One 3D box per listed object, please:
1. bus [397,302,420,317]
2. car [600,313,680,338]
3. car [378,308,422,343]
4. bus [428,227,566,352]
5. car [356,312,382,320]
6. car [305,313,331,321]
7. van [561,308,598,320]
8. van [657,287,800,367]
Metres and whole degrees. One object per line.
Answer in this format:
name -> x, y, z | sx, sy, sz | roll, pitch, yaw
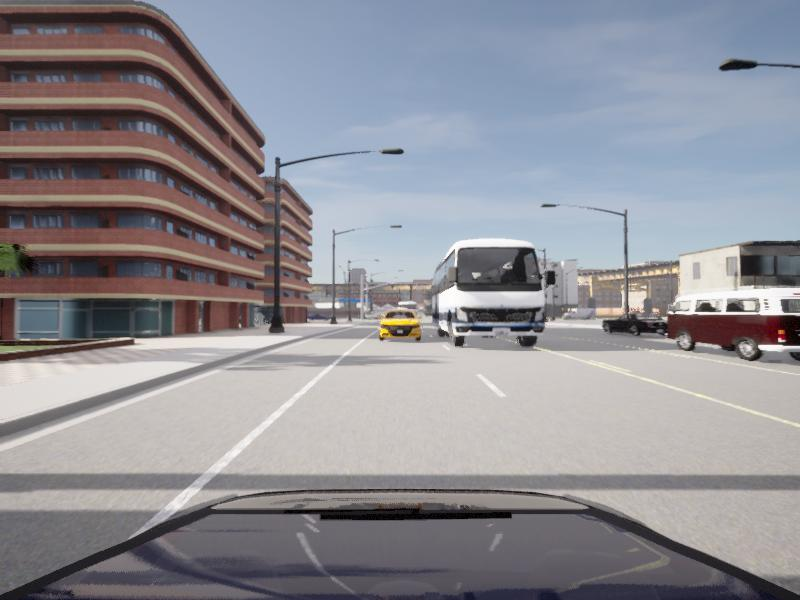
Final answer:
bus -> 2.418, 2.666, 114.252 | 3.944, 4.253, 10.273 | 0, -1, -14
car -> 14.005, 1.451, 23.749 | 1.895, 1.301, 4.718 | 0, -2, 0
car -> 0.004, 1.182, 19.662 | 1.882, 1.535, 5.008 | 0, -2, 0
bus -> 3.625, -0.204, 18.707 | 3.944, 4.253, 10.273 | 0, -2, 0
car -> -6.108, 3.251, 79.790 | 4.974, 1.542, 2.038 | 0, -1, -1
car -> -15.611, 3.242, 76.028 | 4.674, 1.442, 1.812 | 0, -1, -2
van -> 36.134, 2.850, 80.648 | 6.366, 2.431, 2.351 | 0, -1, -1
van -> 10.503, 0.728, 12.454 | 2.069, 2.038, 4.480 | 0, -1, 0
